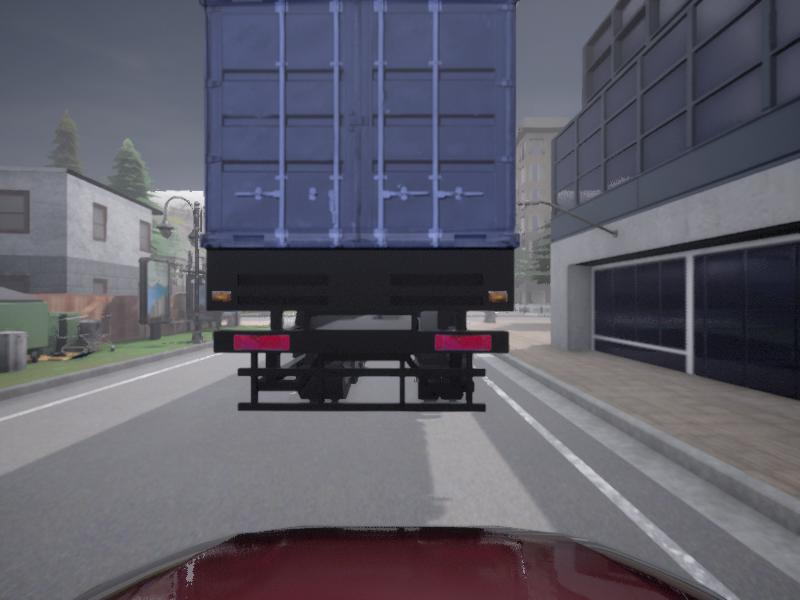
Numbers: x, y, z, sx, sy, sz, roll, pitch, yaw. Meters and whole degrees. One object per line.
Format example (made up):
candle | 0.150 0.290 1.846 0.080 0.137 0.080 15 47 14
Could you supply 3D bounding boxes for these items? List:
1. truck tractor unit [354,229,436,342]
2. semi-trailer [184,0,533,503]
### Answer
truck tractor unit | -0.125 -0.548 18.154 3.053 4.208 6.516 0 0 1
semi-trailer | -0.235 -0.634 10.239 2.717 4.402 14.254 0 0 1
